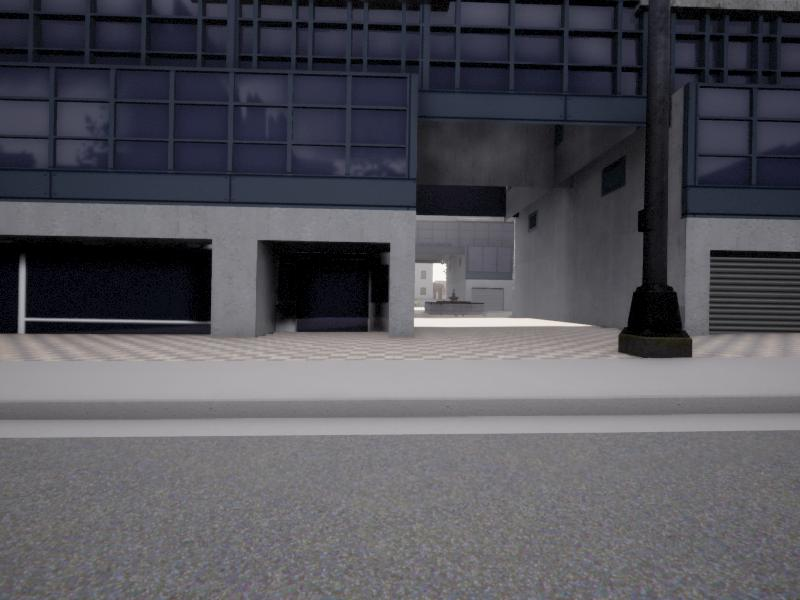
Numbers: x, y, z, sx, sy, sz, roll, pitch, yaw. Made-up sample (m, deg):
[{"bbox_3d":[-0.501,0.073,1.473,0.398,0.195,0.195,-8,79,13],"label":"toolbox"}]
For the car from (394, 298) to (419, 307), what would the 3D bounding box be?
[{"bbox_3d":[1.296,0.524,74.585,4.514,1.525,2.007,1,0,4],"label":"car"}]
